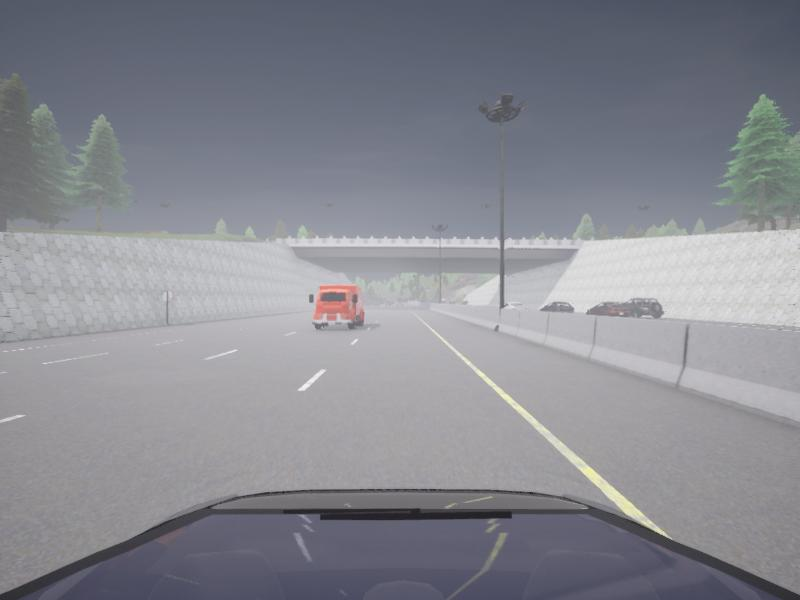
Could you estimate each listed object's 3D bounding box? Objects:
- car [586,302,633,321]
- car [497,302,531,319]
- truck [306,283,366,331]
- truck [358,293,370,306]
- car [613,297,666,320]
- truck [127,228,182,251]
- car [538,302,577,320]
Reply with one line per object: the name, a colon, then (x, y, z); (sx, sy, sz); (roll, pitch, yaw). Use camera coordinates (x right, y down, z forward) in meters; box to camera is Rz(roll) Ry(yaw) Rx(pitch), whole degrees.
car: (17.500, 0.904, 33.668); (1.816, 1.474, 4.193); (0, 0, 0)
car: (10.500, 0.925, 37.238); (1.812, 1.442, 4.674); (0, 0, 0)
truck: (-3.498, 0.405, 23.129); (2.627, 2.467, 5.204); (0, -1, 0)
truck: (-10.533, -0.153, 117.932); (2.891, 3.827, 8.468); (0, 0, 0)
car: (21.002, 0.705, 35.328); (1.932, 1.855, 4.605); (0, 0, 0)
truck: (-45.930, -11.215, 74.934); (8.468, 3.827, 2.891); (0, 0, 0)
car: (14.000, 0.907, 35.744); (1.816, 1.474, 4.193); (0, 0, 0)
